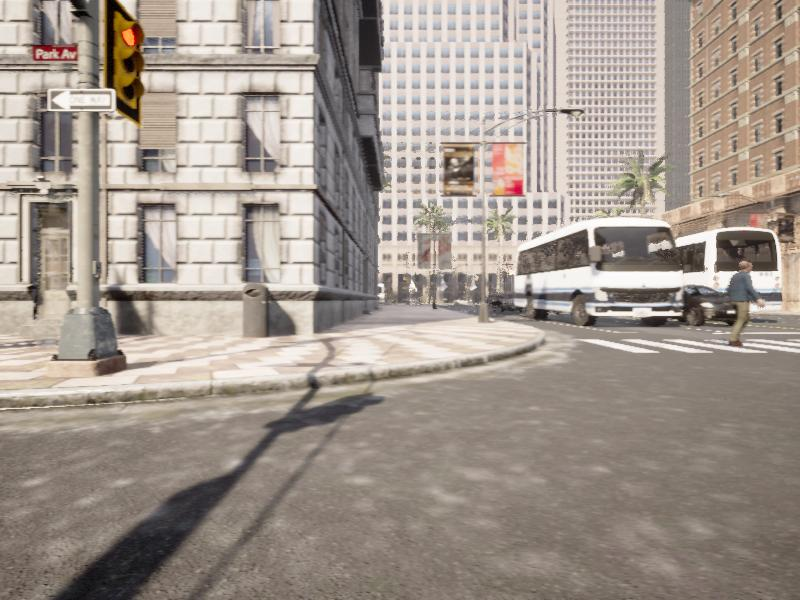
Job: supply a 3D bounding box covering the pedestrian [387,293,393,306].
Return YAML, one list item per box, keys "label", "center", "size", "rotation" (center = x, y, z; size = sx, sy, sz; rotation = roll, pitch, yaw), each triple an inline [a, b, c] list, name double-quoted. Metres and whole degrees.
- label: "pedestrian"
  center: [-1.423, -0.115, 57.258]
  size: [0.751, 1.860, 0.751]
  rotation: [0, 0, 11]

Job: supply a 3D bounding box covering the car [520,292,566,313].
- label: "car"
  center: [11.772, 0.173, 33.324]
  size: [1.930, 1.638, 5.238]
  rotation: [0, 0, 0]

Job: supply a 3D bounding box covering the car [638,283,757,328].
- label: "car"
  center: [11.802, 0.191, 16.248]
  size: [1.851, 1.617, 3.988]
  rotation: [0, 0, 0]

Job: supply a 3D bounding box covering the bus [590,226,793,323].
- label: "bus"
  center: [15.149, -1.129, 22.588]
  size: [3.944, 4.253, 10.273]
  rotation: [0, 0, 0]

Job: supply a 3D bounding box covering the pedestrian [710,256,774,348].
- label: "pedestrian"
  center: [7.246, 0.039, 8.505]
  size: [0.751, 1.860, 0.751]
  rotation: [0, 0, 8]

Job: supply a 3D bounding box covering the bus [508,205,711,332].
- label: "bus"
  center: [8.412, -1.141, 18.564]
  size: [3.944, 4.253, 10.273]
  rotation: [0, 1, 0]

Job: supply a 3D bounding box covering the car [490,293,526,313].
- label: "car"
  center: [8.262, 0.229, 30.976]
  size: [1.845, 1.501, 3.633]
  rotation: [0, 0, 0]
